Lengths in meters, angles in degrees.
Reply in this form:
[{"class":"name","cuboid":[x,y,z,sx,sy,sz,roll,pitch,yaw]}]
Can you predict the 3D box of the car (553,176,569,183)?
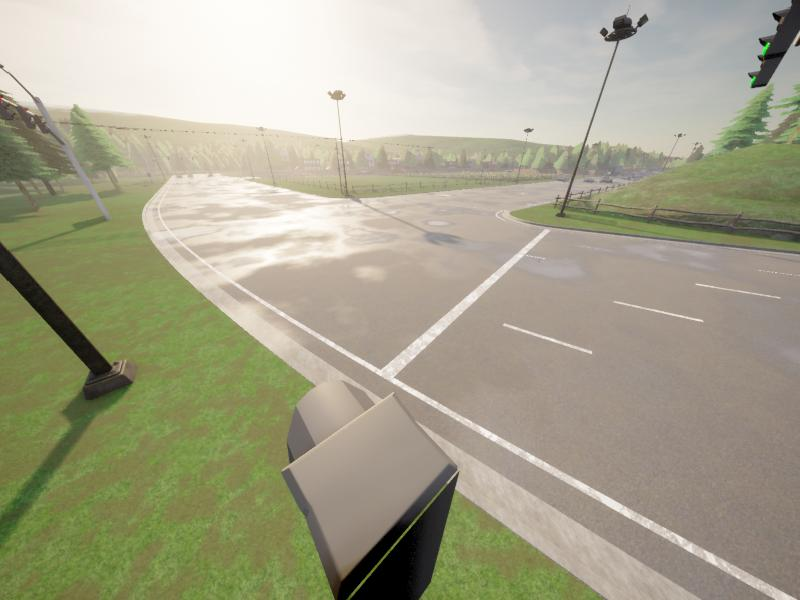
[{"class":"car","cuboid":[47.789,-35.845,68.450,5.238,1.638,1.930,-23,37,-34]}]
